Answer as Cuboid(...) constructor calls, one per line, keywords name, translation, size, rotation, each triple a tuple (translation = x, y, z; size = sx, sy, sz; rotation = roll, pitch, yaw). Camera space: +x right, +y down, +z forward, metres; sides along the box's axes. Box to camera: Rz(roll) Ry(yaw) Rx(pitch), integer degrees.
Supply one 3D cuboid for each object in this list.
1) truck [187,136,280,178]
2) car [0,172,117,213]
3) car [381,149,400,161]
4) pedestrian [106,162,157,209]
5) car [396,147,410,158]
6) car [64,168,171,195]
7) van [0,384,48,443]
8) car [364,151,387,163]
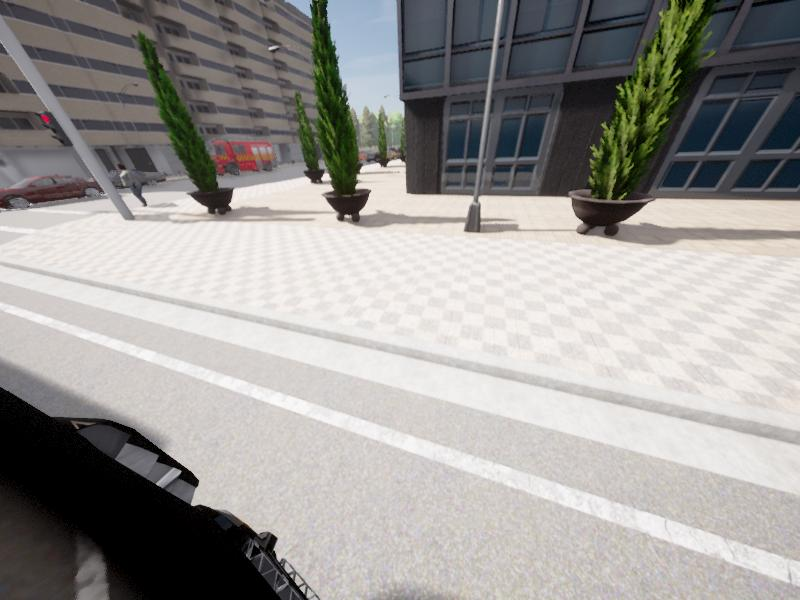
Cuboid(name="truck", translation=(-19.590, -17.625, 28.298), size=(2.891, 3.827, 8.468), rotation=(9, 35, 17))
Cuboid(name="car", translation=(-21.779, -6.792, 14.262), size=(1.882, 1.535, 5.008), rotation=(8, 35, 16))
Cuboid(name="car", translation=(-1.709, -28.072, 44.662), size=(1.801, 1.575, 5.366), rotation=(9, 35, 17))
Cuboid(name="pedestrian", translation=(-12.472, -5.345, 10.782), size=(0.751, 1.860, 0.751), rotation=(22, 41, 32))
Cuboid(name="car", translation=(0.759, -32.244, 50.458), size=(1.905, 1.878, 3.866), rotation=(9, 35, 17))
Cuboid(name="car", translation=(-23.409, -10.158, 19.567), size=(2.033, 1.411, 5.357), rotation=(8, 35, 16))
Cuboid(name="van", translation=(-6.109, 0.520, 1.807), size=(4.442, 1.987, 1.775), rotation=(9, 35, 17))
Cuboid(name="car", translation=(-4.032, -24.244, 39.139), size=(2.007, 1.525, 4.514), rotation=(9, 35, 17))
